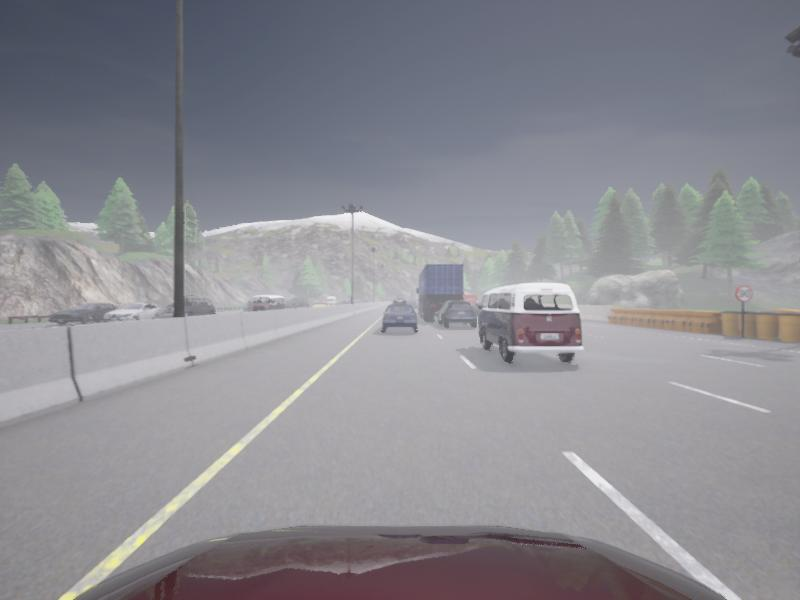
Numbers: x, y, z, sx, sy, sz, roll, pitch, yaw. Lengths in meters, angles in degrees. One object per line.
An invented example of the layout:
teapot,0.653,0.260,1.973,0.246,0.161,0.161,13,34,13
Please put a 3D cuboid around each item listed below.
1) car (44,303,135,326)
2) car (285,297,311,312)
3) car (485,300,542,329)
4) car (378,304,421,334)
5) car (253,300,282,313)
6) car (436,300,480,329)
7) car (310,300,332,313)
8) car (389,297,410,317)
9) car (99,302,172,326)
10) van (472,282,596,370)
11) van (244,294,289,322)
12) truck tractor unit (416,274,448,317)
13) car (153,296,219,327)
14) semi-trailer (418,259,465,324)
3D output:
car,-21.012,0.921,27.450,2.033,1.411,5.357,0,0,0
car,-14.024,0.623,55.423,2.150,2.045,5.566,0,0,0
car,6.989,0.805,25.219,2.152,1.651,5.027,0,0,0
car,-0.007,0.915,21.649,2.033,1.411,5.357,0,0,0
car,-17.522,0.831,53.078,2.152,1.651,5.027,0,0,0
car,3.472,0.807,24.931,2.033,1.649,4.856,0,0,-1
car,-10.523,0.853,53.514,1.801,1.575,5.366,0,0,0
car,-0.023,0.690,40.290,1.932,1.855,4.605,0,0,1
car,-17.504,0.896,26.756,1.812,1.442,4.674,0,0,0
van,3.496,0.584,11.500,2.069,2.038,4.480,0,0,0
van,-10.515,0.602,31.925,2.069,2.038,4.480,0,0,0
truck tractor unit,3.270,-0.484,42.282,3.053,4.208,6.516,0,0,2
car,-14.013,0.677,26.538,1.932,1.855,4.605,0,0,0
semi-trailer,3.155,-0.584,34.372,2.717,4.402,14.254,0,0,1
